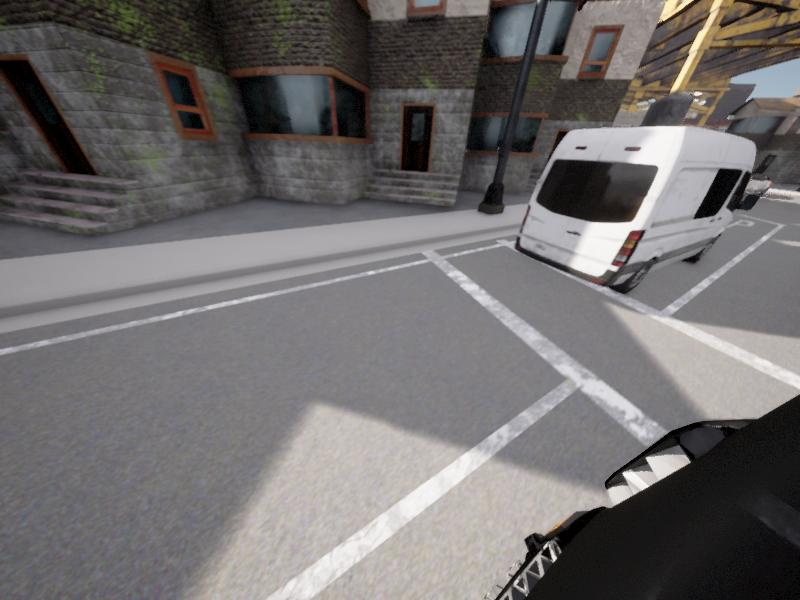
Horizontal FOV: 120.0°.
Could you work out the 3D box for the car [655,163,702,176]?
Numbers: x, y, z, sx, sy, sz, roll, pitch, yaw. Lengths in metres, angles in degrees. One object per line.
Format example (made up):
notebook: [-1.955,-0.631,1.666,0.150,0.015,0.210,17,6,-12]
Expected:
car: [48.033,-22.583,39.952,2.038,1.542,4.974,-27,44,-37]

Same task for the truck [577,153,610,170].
truck: [36.967,-26.594,44.389,2.627,2.467,5.204,10,34,10]

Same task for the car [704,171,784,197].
car: [28.496,-9.812,19.380,1.845,1.501,3.633,14,35,16]

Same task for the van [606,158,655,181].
van: [28.176,-16.176,28.469,2.069,2.038,4.480,10,34,11]

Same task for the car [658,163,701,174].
car: [48.076,-22.692,39.835,1.853,1.218,4.536,-27,44,-37]

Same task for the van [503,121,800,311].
van: [5.514,-2.064,5.147,5.915,2.561,1.988,-14,37,-24]
